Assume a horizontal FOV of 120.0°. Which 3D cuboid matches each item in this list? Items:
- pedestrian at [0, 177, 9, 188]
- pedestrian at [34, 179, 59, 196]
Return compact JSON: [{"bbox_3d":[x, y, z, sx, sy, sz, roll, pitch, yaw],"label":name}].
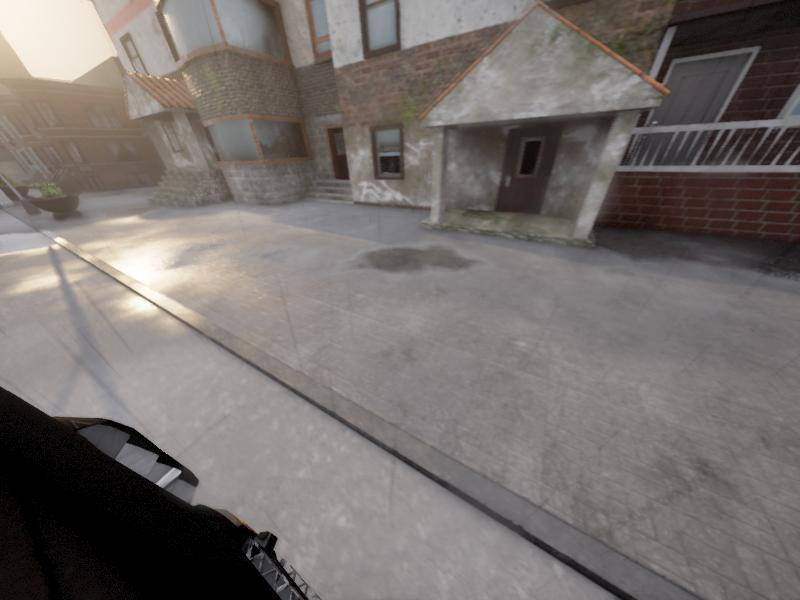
[{"bbox_3d":[-47.212,-14.174,26.903,0.751,1.860,0.751,13,36,22],"label":"pedestrian"},{"bbox_3d":[-27.276,-8.686,17.851,0.500,1.100,0.500,11,36,20],"label":"pedestrian"}]
